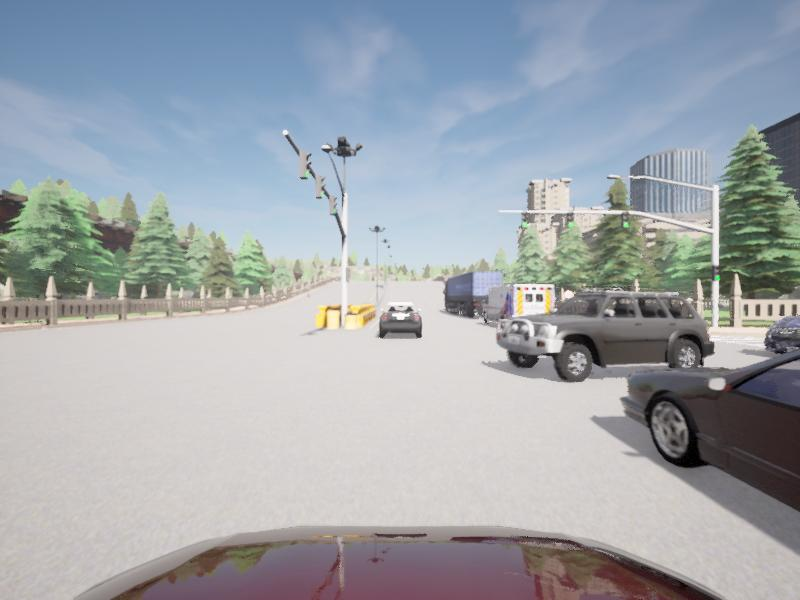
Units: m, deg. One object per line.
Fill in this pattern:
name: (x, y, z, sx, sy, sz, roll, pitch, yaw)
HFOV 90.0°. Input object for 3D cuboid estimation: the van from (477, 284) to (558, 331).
van: (6.765, 0.406, 24.021, 2.351, 2.431, 6.366, 0, 0, -7)

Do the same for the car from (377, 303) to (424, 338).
car: (0.032, 0.868, 18.770, 1.970, 1.475, 3.806, 0, 0, 0)

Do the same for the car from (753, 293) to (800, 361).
car: (12.624, 0.704, 10.783, 4.553, 1.767, 2.097, 0, 0, -5)

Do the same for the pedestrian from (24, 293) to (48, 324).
pedestrian: (-22.216, 0.503, 24.439, 0.751, 1.860, 0.751, 0, 0, 0)

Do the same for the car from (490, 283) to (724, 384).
car: (4.569, 0.665, 8.971, 4.605, 1.855, 1.932, 1, 0, -17)

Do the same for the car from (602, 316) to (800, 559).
car: (3.492, 0.897, 2.225, 2.033, 1.411, 5.357, 0, 0, 0)

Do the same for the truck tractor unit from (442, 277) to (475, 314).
truck tractor unit: (7.064, -0.546, 49.140, 3.053, 4.208, 6.516, 0, 1, 0)

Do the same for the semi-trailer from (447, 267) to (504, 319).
semi-trailer: (7.267, -0.594, 41.243, 2.717, 4.402, 14.254, 0, 0, -2)
